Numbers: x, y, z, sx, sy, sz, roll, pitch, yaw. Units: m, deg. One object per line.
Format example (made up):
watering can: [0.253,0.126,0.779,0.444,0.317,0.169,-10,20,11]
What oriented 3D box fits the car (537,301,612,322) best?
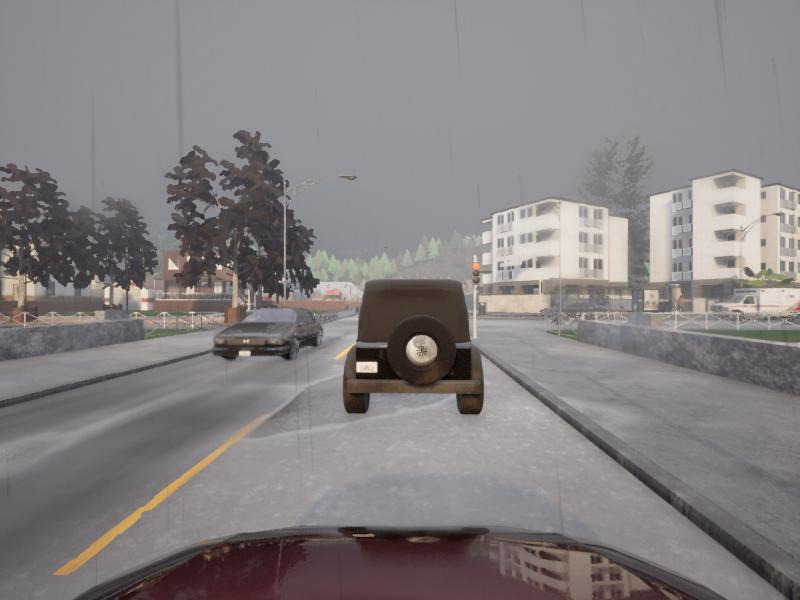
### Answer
car: [13.072,0.844,30.174,4.892,1.490,1.837,0,0,2]

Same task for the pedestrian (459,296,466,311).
pedestrian: [7.482,0.428,47.922,0.751,1.860,0.751,0,0,3]

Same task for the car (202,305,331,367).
car: [-3.649,0.894,12.194,2.033,1.411,5.357,0,0,1]

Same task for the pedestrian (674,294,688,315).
pedestrian: [25.083,0.417,35.764,0.751,1.860,0.751,0,0,2]

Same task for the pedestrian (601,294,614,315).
pedestrian: [18.652,0.417,35.967,0.751,1.860,0.751,0,0,1]

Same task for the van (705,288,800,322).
van: [26.786,0.378,29.712,6.366,2.431,2.351,0,0,2]

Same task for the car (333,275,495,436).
car: [0.220,0.646,6.640,1.905,1.878,3.866,0,0,2]

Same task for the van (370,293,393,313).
van: [-2.300,0.379,51.361,2.351,2.431,6.366,0,0,2]
